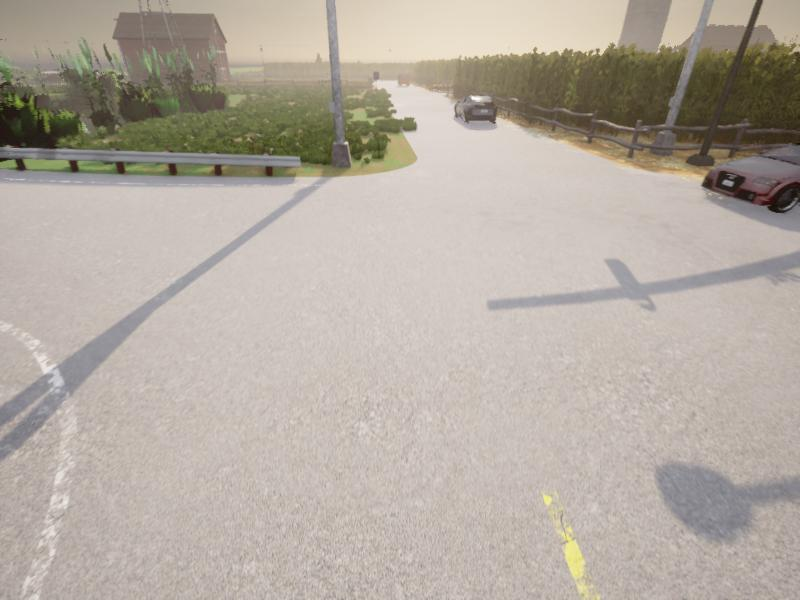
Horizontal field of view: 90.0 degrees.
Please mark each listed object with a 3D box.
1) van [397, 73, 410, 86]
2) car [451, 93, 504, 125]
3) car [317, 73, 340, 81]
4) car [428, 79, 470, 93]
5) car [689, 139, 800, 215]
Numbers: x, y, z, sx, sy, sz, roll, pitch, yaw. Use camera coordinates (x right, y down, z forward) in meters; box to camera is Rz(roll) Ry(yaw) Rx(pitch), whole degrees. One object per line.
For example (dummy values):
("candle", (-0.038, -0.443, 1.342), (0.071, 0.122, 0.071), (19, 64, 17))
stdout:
("van", (0.594, -38.920, 70.577), (1.775, 1.987, 4.442), (-2, 30, -4))
("car", (4.812, -12.328, 25.682), (2.163, 1.488, 4.792), (-2, 30, -4))
("car", (-16.416, -51.084, 91.660), (4.974, 1.542, 2.038), (-2, 30, -4))
("car", (6.456, -28.708, 53.572), (5.366, 1.575, 1.801), (2, 30, 3))
("car", (10.340, -3.237, 10.295), (4.181, 1.385, 1.994), (-3, 30, -6))
